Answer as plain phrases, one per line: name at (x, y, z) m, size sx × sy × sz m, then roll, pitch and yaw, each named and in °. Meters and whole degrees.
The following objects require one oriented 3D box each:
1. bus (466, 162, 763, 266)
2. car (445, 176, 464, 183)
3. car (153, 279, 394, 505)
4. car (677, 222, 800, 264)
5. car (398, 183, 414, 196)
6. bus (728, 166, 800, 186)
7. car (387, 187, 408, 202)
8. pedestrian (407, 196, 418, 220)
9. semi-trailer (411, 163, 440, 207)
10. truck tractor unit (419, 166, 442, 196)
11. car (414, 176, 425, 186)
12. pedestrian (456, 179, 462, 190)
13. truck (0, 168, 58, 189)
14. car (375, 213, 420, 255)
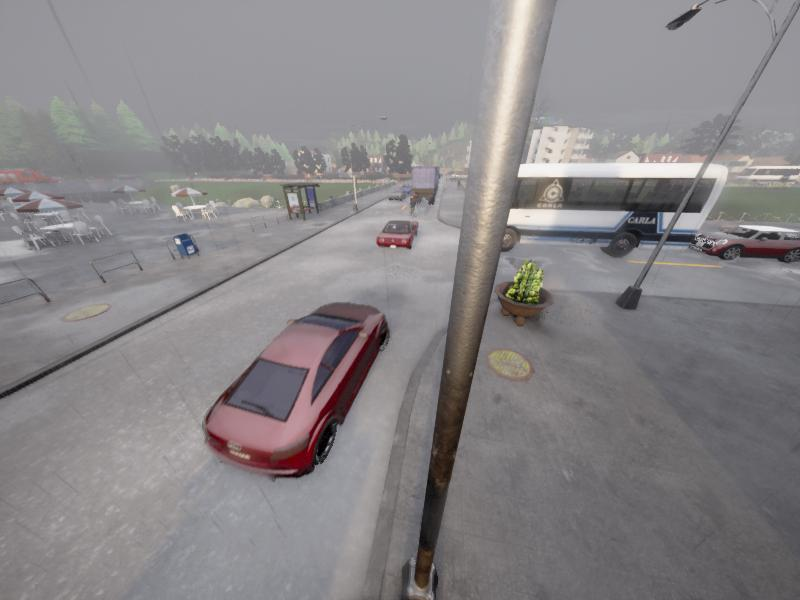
bus at (9.322, -4.873, 12.401) m, size 10.273 × 4.253 × 3.944 m, roll 5°, pitch 30°, yaw 8°
car at (16.423, -36.451, 69.706) m, size 5.238 × 1.638 × 1.930 m, roll 3°, pitch 30°, yaw 5°
car at (-1.701, 1.138, 4.873) m, size 1.994 × 1.385 × 4.181 m, roll 8°, pitch 31°, yaw 13°
car at (17.843, -3.017, 11.961) m, size 3.806 × 1.475 × 1.970 m, roll 5°, pitch 30°, yaw 8°
car at (1.083, -18.878, 39.384) m, size 2.007 × 1.525 × 4.514 m, roll 5°, pitch 30°, yaw 9°
bus at (91.682, -31.002, 57.648) m, size 10.273 × 4.253 × 3.944 m, roll 5°, pitch 30°, yaw 9°
car at (-0.263, -14.968, 32.743) m, size 2.033 × 1.411 × 5.357 m, roll 5°, pitch 30°, yaw 9°
pedestrian at (1.096, -8.143, 20.408) m, size 0.751 × 1.860 × 0.751 m, roll 15°, pitch 33°, yaw 24°
semi-trailer at (3.838, -16.418, 32.228) m, size 2.717 × 4.402 × 14.254 m, roll 5°, pitch 30°, yaw 9°
truck tractor unit at (5.215, -20.232, 39.028) m, size 3.053 × 4.208 × 6.516 m, roll 5°, pitch 31°, yaw 8°
car at (5.111, -30.892, 59.673) m, size 2.150 × 2.045 × 5.566 m, roll 5°, pitch 30°, yaw 8°
pedestrian at (11.661, -22.880, 45.725) m, size 0.751 × 1.860 × 0.751 m, roll 5°, pitch 30°, yaw 9°
truck at (-84.179, -26.906, 50.982) m, size 2.891 × 3.827 × 8.468 m, roll 5°, pitch 30°, yaw 9°
car at (0.019, -4.228, 14.240) m, size 1.895 × 1.301 × 4.718 m, roll 5°, pitch 30°, yaw 9°
